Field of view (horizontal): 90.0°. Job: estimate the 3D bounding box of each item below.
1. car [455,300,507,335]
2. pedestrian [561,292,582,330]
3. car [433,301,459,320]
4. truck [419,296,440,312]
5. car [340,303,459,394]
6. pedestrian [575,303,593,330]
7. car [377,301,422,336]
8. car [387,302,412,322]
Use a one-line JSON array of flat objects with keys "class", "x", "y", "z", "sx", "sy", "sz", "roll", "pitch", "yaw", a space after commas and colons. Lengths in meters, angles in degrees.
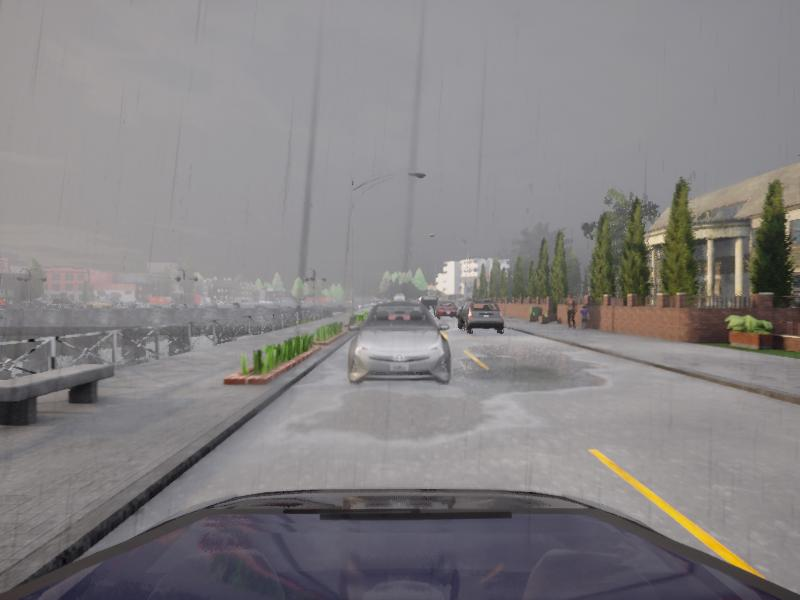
[{"class": "car", "x": 3.977, "y": 0.797, "z": 20.380, "sx": 1.851, "sy": 1.617, "sz": 3.988, "roll": 0, "pitch": 0, "yaw": 0}, {"class": "pedestrian", "x": 8.602, "y": 0.542, "z": 20.037, "sx": 0.751, "sy": 1.860, "sz": 0.751, "roll": 0, "pitch": 0, "yaw": -44}, {"class": "car", "x": 3.959, "y": 0.869, "z": 34.934, "sx": 1.816, "sy": 1.474, "sz": 4.193, "roll": 0, "pitch": 0, "yaw": 0}, {"class": "truck", "x": 3.940, "y": 0.564, "z": 54.703, "sx": 2.390, "sy": 2.098, "sz": 6.274, "roll": 0, "pitch": 0, "yaw": 0}, {"class": "car", "x": -0.010, "y": 0.833, "z": 9.009, "sx": 2.007, "sy": 1.525, "sz": 4.514, "roll": 0, "pitch": 0, "yaw": 0}, {"class": "pedestrian", "x": 9.269, "y": 0.822, "z": 20.161, "sx": 0.751, "sy": 1.300, "sz": 0.751, "roll": 0, "pitch": 0, "yaw": 21}, {"class": "car", "x": -0.020, "y": 0.838, "z": 19.936, "sx": 2.007, "sy": 1.525, "sz": 4.514, "roll": 0, "pitch": 0, "yaw": 0}, {"class": "car", "x": -0.038, "y": 0.867, "z": 30.654, "sx": 1.816, "sy": 1.474, "sz": 4.193, "roll": 0, "pitch": 0, "yaw": 0}]
